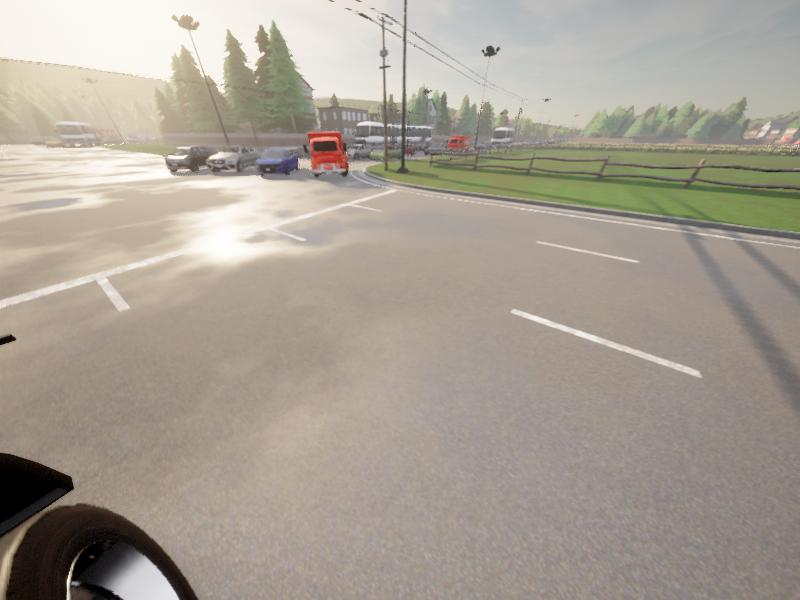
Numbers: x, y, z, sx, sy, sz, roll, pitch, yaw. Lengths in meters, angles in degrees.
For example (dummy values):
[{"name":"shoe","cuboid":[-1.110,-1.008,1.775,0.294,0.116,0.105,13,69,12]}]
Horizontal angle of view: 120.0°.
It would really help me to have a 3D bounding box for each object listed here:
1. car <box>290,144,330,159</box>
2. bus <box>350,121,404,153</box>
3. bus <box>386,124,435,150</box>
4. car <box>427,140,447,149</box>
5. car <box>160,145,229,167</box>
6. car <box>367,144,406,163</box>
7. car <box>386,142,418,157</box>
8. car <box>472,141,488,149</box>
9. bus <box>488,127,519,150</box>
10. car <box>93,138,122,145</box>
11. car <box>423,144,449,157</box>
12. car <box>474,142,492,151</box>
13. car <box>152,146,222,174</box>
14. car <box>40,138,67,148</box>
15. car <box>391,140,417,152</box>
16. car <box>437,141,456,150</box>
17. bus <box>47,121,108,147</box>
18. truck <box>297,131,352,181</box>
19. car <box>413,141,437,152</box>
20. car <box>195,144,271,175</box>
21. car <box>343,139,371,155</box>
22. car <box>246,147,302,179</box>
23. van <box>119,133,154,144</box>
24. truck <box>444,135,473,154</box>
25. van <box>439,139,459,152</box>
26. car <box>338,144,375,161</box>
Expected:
[{"name":"car","cuboid":[-11.281,-18.797,29.164,1.994,1.385,4.181,20,40,26]},{"name":"bus","cuboid":[-3.713,-29.635,42.102,3.944,4.253,10.273,22,40,27]},{"name":"bus","cuboid":[2.337,-34.596,49.199,10.273,4.253,3.944,-24,42,-31]},{"name":"car","cuboid":[8.587,-35.831,53.305,2.152,1.651,5.027,26,42,32]},{"name":"car","cuboid":[-18.945,-13.576,21.613,1.812,1.442,4.674,6,36,8]},{"name":"car","cuboid":[-1.380,-16.490,25.890,2.007,1.525,4.514,21,40,26]},{"name":"car","cuboid":[0.334,-21.602,33.020,2.242,1.667,4.611,22,41,27]},{"name":"car","cuboid":[19.495,-37.631,56.086,2.128,1.511,4.902,22,40,27]},{"name":"bus","cuboid":[26.159,-40.635,58.038,3.944,4.253,10.273,22,41,27]},{"name":"car","cuboid":[-77.421,-42.188,61.315,2.163,1.488,4.792,-5,36,-8]},{"name":"car","cuboid":[5.355,-22.112,34.067,1.994,1.385,4.181,22,41,27]},{"name":"car","cuboid":[17.503,-32.316,48.664,1.994,1.385,4.181,22,40,27]},{"name":"car","cuboid":[-15.546,-10.489,17.190,1.789,1.549,3.705,-2,35,-3]},{"name":"car","cuboid":[-69.380,-31.536,46.290,1.801,1.575,5.366,-27,44,-33]},{"name":"car","cuboid":[0.797,-28.872,43.305,2.242,1.667,4.611,30,45,35]},{"name":"car","cuboid":[10.114,-33.322,49.894,2.163,1.488,4.792,22,40,27]},{"name":"bus","cuboid":[-68.828,-35.724,49.868,3.944,4.253,10.273,-21,41,-27]},{"name":"truck","cuboid":[-4.925,-9.952,15.782,2.627,2.467,5.204,-8,36,-9]},{"name":"car","cuboid":[4.749,-28.812,43.282,2.242,1.667,4.611,23,41,29]},{"name":"car","cuboid":[-12.312,-10.783,17.592,2.152,1.651,5.027,0,35,0]},{"name":"car","cuboid":[-6.450,-23.172,34.966,1.905,1.878,3.866,22,40,27]},{"name":"car","cuboid":[-8.634,-9.856,16.401,1.882,1.535,5.008,-4,36,-6]},{"name":"van","cuboid":[-74.262,-45.515,65.231,2.351,2.431,6.366,0,35,-1]},{"name":"truck","cuboid":[10.031,-26.481,39.365,2.627,2.467,5.204,22,40,27]},{"name":"van","cuboid":[9.295,-29.259,43.692,1.775,1.987,4.442,22,41,27]},{"name":"car","cuboid":[-4.909,-17.052,26.684,1.970,1.475,3.806,21,40,26]}]
